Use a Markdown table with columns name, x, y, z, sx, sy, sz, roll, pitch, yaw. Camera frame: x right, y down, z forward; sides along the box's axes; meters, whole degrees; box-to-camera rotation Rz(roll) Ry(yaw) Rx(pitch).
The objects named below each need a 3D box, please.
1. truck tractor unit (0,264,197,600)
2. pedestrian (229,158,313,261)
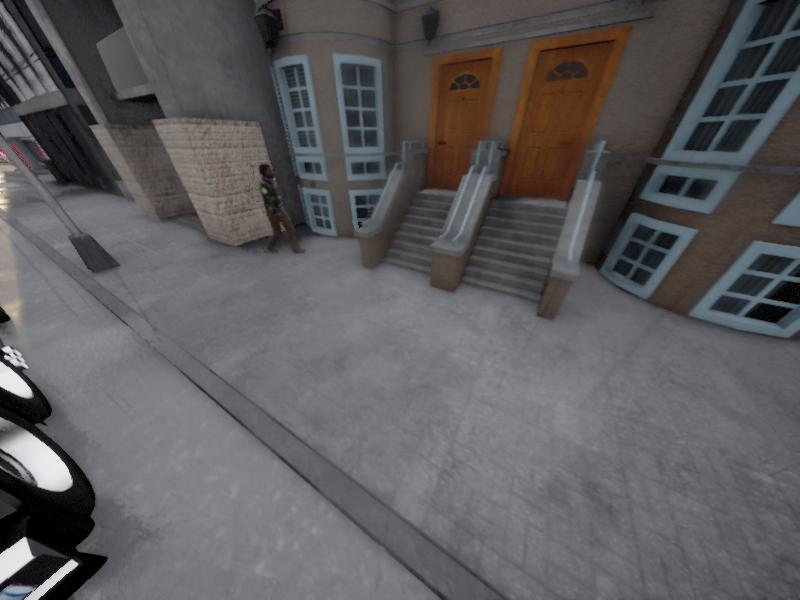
| name | x | y | z | sx | sy | sz | roll | pitch | yaw |
| --- | --- | --- | --- | --- | --- | --- | --- | --- | --- |
| truck tractor unit | -5.118 | -0.291 | 0.791 | 6.516 | 4.208 | 3.053 | 18 | 39 | 24 |
| pedestrian | -2.550 | -1.859 | 4.825 | 0.751 | 1.860 | 0.751 | 5 | 35 | 8 |
